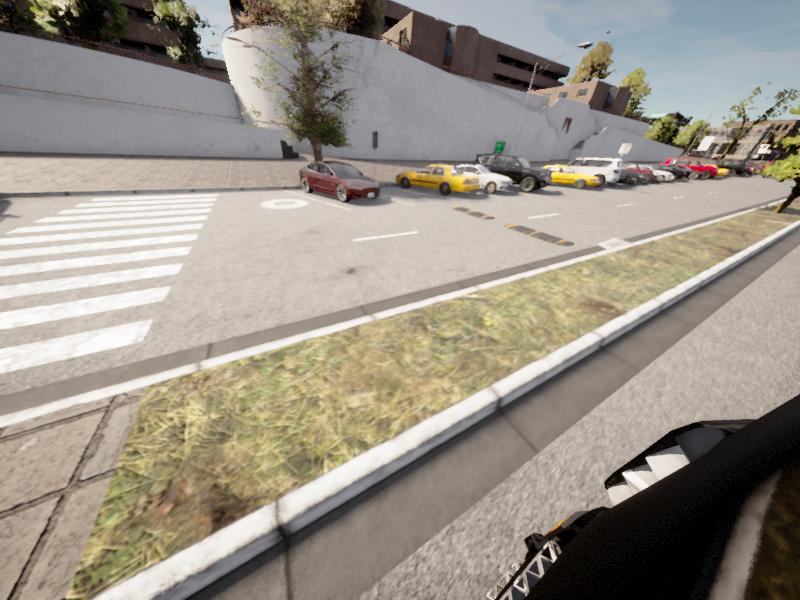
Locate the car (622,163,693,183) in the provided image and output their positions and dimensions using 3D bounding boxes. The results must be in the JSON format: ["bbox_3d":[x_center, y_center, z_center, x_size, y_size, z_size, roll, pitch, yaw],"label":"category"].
[{"bbox_3d":[28.701,-14.418,26.001,5.008,1.535,2.097,27,41,33],"label":"car"}]

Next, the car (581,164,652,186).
[{"bbox_3d":[20.762,-12.211,22.380,4.674,1.452,2.002,27,41,33],"label":"car"}]

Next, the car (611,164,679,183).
[{"bbox_3d":[26.050,-13.661,24.815,4.674,1.452,2.002,27,41,33],"label":"car"}]

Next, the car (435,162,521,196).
[{"bbox_3d":[4.877,-7.961,14.994,4.674,1.452,2.002,27,40,33],"label":"car"}]

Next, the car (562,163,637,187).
[{"bbox_3d":[18.086,-11.510,21.156,4.792,1.488,2.163,27,41,33],"label":"car"}]

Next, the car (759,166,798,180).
[{"bbox_3d":[53.856,-18.093,32.833,4.892,1.490,1.837,-16,38,-24],"label":"car"}]

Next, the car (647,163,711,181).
[{"bbox_3d":[34.012,-15.847,28.439,4.792,1.488,2.163,27,41,33],"label":"car"}]

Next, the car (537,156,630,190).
[{"bbox_3d":[15.451,-11.030,19.778,5.566,2.045,2.435,27,41,33],"label":"car"}]

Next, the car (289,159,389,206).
[{"bbox_3d":[-3.033,-5.878,11.249,4.792,1.488,2.163,27,40,33],"label":"car"}]

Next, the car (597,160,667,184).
[{"bbox_3d":[23.388,-13.086,23.522,4.553,1.767,2.185,27,41,33],"label":"car"}]

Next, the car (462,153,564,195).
[{"bbox_3d":[7.562,-8.889,16.059,5.566,2.045,2.435,27,40,33],"label":"car"}]

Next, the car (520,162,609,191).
[{"bbox_3d":[12.957,-10.032,18.572,5.366,1.575,1.946,27,40,33],"label":"car"}]

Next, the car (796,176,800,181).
[{"bbox_3d":[57.448,-17.182,31.661,4.611,1.667,2.242,-15,38,-24],"label":"car"}]

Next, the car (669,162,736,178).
[{"bbox_3d":[41.783,-18.133,32.185,5.366,1.575,1.946,27,41,33],"label":"car"}]

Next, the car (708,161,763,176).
[{"bbox_3d":[55.128,-21.775,38.149,4.553,1.767,2.185,27,41,33],"label":"car"}]

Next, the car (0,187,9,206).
[{"bbox_3d":[-13.609,-3.117,6.282,4.792,1.488,2.163,27,40,33],"label":"car"}]

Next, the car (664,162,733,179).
[{"bbox_3d":[39.421,-17.270,30.767,5.366,1.575,1.946,27,41,33],"label":"car"}]

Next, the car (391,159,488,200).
[{"bbox_3d":[2.093,-7.367,13.825,5.366,1.575,1.946,27,41,33],"label":"car"}]

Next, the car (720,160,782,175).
[{"bbox_3d":[63.065,-24.010,41.755,5.566,2.045,2.435,27,41,33],"label":"car"}]

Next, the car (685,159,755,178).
[{"bbox_3d":[47.193,-19.724,34.400,5.566,2.045,2.435,27,41,33],"label":"car"}]

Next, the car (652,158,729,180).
[{"bbox_3d":[36.665,-16.811,29.503,5.566,2.045,2.435,27,41,33],"label":"car"}]

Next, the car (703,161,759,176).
[{"bbox_3d":[52.527,-21.033,36.884,4.553,1.767,2.185,27,41,33],"label":"car"}]
